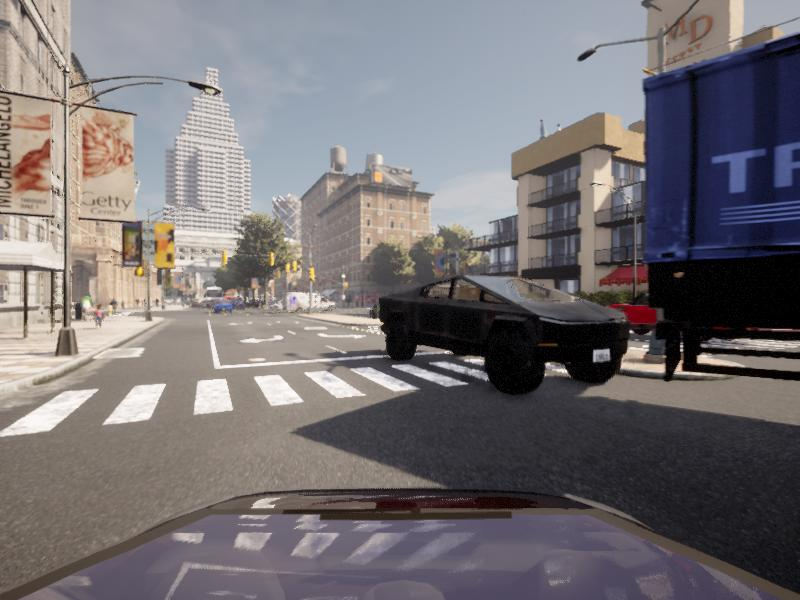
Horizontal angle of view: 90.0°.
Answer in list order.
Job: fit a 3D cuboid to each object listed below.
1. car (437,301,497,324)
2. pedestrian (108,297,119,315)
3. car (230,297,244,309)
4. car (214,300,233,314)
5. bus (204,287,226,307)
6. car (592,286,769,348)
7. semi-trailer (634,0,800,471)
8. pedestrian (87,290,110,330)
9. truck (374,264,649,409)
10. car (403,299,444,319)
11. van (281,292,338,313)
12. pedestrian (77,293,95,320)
[{"bbox_3d":[4.725,0.810,29.015,1.837,1.490,4.892,0,0,-26],"label":"car"},{"bbox_3d":[-28.733,0.604,40.185,0.751,1.860,0.751,0,0,-24],"label":"pedestrian"},{"bbox_3d":[-30.212,0.503,74.086,2.150,2.045,5.566,0,0,-26],"label":"car"},{"bbox_3d":[-20.745,0.779,46.863,1.882,1.535,5.008,0,0,-26],"label":"car"},{"bbox_3d":[-40.154,-0.618,86.669,3.944,4.253,10.273,0,0,-26],"label":"bus"},{"bbox_3d":[11.001,0.547,16.334,2.150,2.045,5.566,0,0,-27],"label":"car"},{"bbox_3d":[9.070,-0.630,1.150,14.254,4.402,2.717,0,1,38],"label":"semi-trailer"},{"bbox_3d":[-14.269,0.469,18.942,0.751,1.860,0.751,0,0,-28],"label":"pedestrian"},{"bbox_3d":[1.764,0.531,9.112,2.390,2.098,6.274,0,0,-28],"label":"truck"},{"bbox_3d":[1.938,0.749,34.699,1.851,1.617,3.988,0,0,-26],"label":"car"},{"bbox_3d":[-10.955,0.328,48.404,6.366,2.431,2.351,0,0,-26],"label":"van"},{"bbox_3d":[-22.096,0.462,28.169,0.751,1.860,0.751,0,0,-16],"label":"pedestrian"}]
